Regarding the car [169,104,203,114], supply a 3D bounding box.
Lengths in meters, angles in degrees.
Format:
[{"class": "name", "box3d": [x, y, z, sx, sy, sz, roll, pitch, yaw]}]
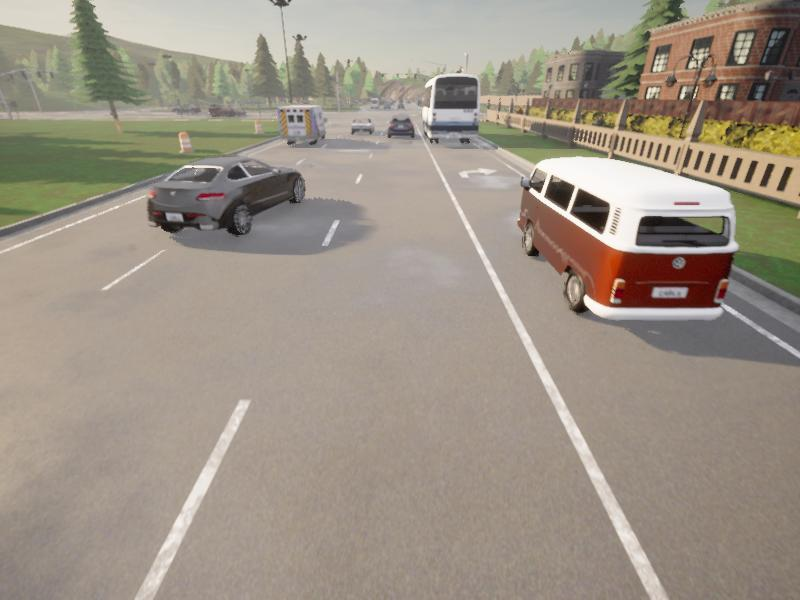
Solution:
[{"class": "car", "box3d": [-41.573, -37.127, 77.809, 5.238, 1.638, 1.930, 0, 27, 1]}]

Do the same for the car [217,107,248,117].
[{"class": "car", "box3d": [-28.208, -31.709, 67.470, 4.181, 1.385, 1.994, 0, 27, 1]}]

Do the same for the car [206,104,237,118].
[{"class": "car", "box3d": [-28.612, -30.355, 64.235, 3.866, 1.878, 1.905, 0, 27, 1]}]

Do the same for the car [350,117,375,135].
[{"class": "car", "box3d": [-3.394, -16.140, 36.977, 1.895, 1.301, 4.718, 0, 27, 0]}]

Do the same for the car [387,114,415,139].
[{"class": "car", "box3d": [0.096, -14.800, 33.931, 2.242, 1.667, 4.611, 0, 27, 0]}]

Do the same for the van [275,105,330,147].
[{"class": "van", "box3d": [-6.913, -12.869, 29.304, 2.351, 2.431, 6.366, 0, 27, 0]}]

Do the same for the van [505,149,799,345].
[{"class": "van", "box3d": [3.525, -1.307, 7.025, 2.069, 2.038, 4.480, 0, 27, 0]}]

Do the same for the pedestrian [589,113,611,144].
[{"class": "pedestrian", "box3d": [13.539, -11.661, 27.172, 0.751, 1.860, 0.751, 0, 27, 0]}]

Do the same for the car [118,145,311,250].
[{"class": "car", "box3d": [-4.502, -3.075, 10.956, 2.152, 1.651, 5.027, 5, 27, 10]}]

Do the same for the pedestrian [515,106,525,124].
[{"class": "pedestrian", "box3d": [13.730, -21.166, 45.841, 0.751, 1.860, 0.751, 0, 27, -1]}]

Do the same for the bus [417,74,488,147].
[{"class": "bus", "box3d": [3.468, -14.397, 30.291, 3.944, 4.253, 10.273, 0, 27, 0]}]
